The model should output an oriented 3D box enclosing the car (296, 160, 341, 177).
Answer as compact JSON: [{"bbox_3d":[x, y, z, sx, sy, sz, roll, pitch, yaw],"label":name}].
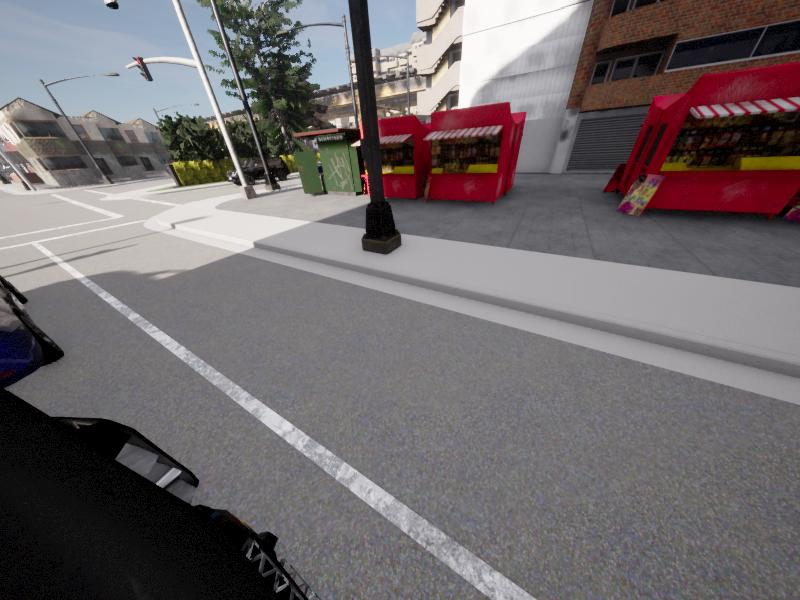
[{"bbox_3d":[-9.316,-15.288,26.771,1.895,1.301,4.718,15,38,27],"label":"car"}]

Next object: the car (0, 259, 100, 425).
[{"bbox_3d":[-6.372,0.266,2.730,4.792,1.488,2.163,15,38,26],"label":"car"}]

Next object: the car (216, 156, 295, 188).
[{"bbox_3d":[-13.016,-11.962,21.371,2.150,2.045,5.566,15,38,27],"label":"car"}]
